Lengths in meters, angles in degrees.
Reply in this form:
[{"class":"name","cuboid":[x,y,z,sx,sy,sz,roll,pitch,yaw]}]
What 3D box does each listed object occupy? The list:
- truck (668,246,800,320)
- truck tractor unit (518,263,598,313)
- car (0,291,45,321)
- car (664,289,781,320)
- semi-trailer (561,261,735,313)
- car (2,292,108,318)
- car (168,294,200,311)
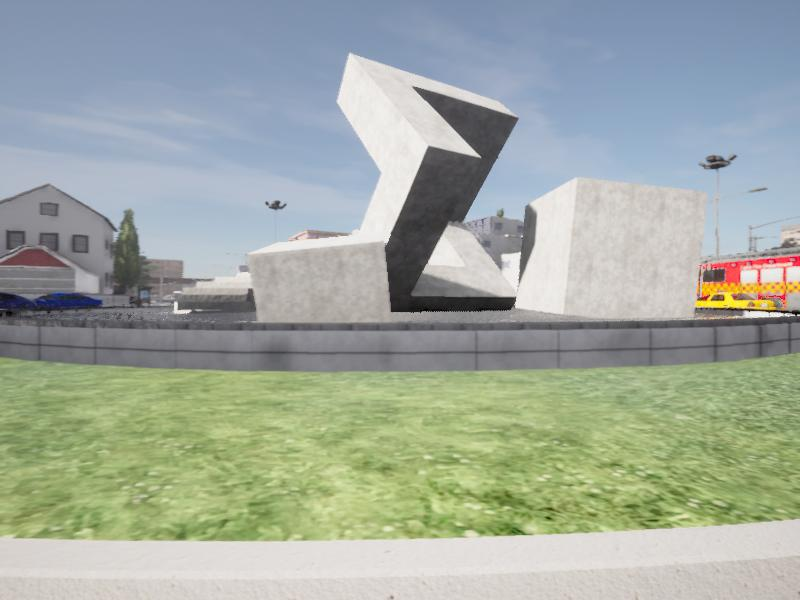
[{"class":"truck","cuboid":[21.305,-0.872,24.593,2.891,3.827,8.468,0,0,-10]},{"class":"truck tractor unit","cuboid":[14.324,-1.051,36.490,6.516,4.208,3.053,0,0,24]},{"class":"car","cuboid":[-20.567,0.298,19.599,1.812,1.442,4.674,-1,-1,9]},{"class":"car","cuboid":[18.270,0.248,23.102,1.801,1.575,5.366,0,0,-11]},{"class":"semi-trailer","cuboid":[22.061,-1.155,35.956,14.254,4.402,2.717,0,1,-3]},{"class":"car","cuboid":[-22.527,0.275,26.430,1.882,1.535,5.008,0,0,21]},{"class":"car","cuboid":[-22.659,0.259,42.246,2.033,1.649,4.856,0,0,-17]}]
